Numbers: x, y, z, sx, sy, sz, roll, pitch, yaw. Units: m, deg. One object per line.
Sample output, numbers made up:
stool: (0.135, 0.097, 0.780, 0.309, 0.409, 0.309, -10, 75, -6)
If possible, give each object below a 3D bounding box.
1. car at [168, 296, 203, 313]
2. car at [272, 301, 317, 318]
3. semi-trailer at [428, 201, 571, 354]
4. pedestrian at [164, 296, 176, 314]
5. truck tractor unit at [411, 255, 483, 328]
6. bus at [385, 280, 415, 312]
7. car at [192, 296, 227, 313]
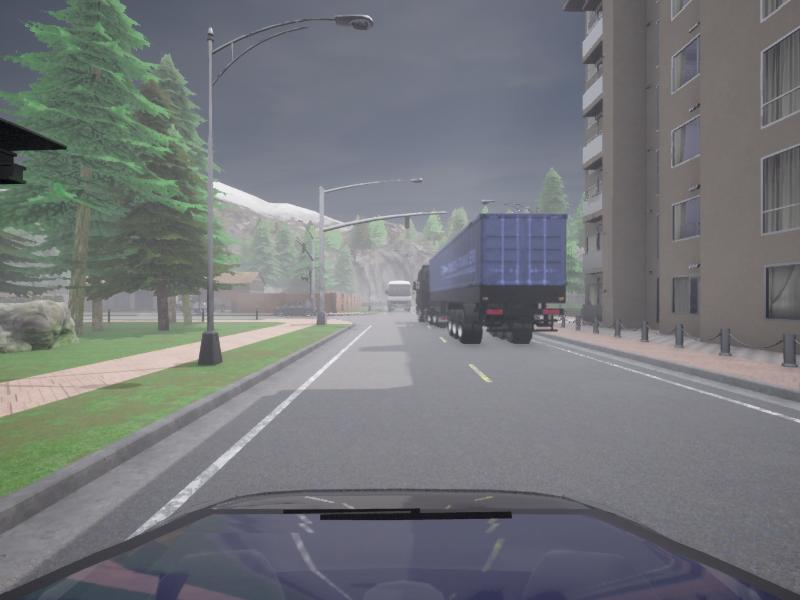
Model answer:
car: (-24.091, 0.505, 45.073, 1.905, 1.878, 3.866, 0, 0, -1)
car: (-9.562, 0.812, 36.468, 3.633, 1.501, 1.845, 0, 0, -1)
semi-trailer: (3.369, -0.620, 18.647, 2.717, 4.402, 14.254, 0, 0, -2)
pedestrian: (-23.523, 0.476, 40.898, 0.751, 1.860, 0.751, 0, 0, -5)
truck tractor unit: (2.866, -0.498, 26.539, 3.053, 4.208, 6.516, 0, 0, -9)
bus: (0.035, -0.534, 57.845, 3.944, 4.253, 10.273, 0, 0, 0)
car: (-21.587, 0.503, 45.523, 1.932, 1.855, 4.605, 0, 0, -1)
